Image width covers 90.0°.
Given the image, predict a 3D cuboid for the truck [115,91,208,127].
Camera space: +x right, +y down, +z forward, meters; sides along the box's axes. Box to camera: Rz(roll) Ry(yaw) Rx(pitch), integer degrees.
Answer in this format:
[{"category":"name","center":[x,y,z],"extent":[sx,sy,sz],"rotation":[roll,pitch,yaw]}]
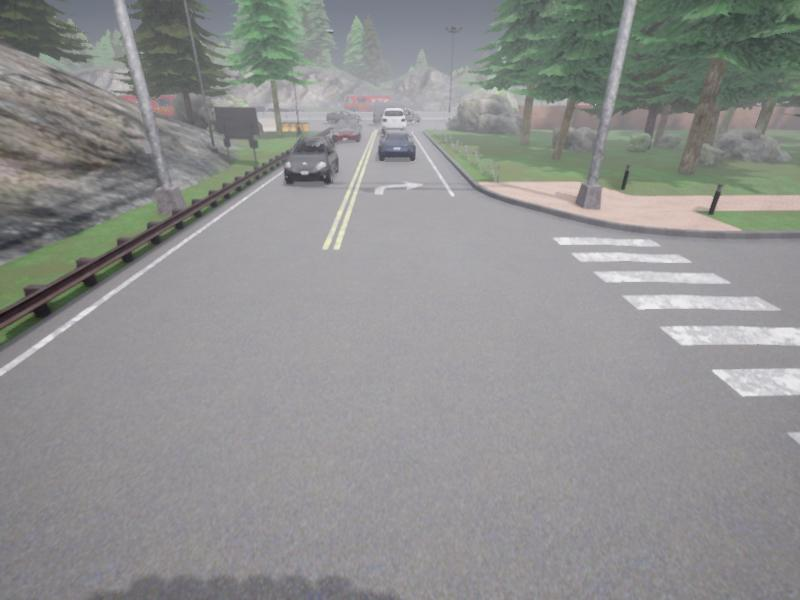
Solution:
[{"category":"truck","center":[-28.320,-22.896,47.950],"extent":[8.468,3.827,2.891],"rotation":[-1,27,-2]}]

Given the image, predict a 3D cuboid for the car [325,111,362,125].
[{"category":"car","center":[-7.344,-23.814,52.245],"extent":[4.514,1.525,2.007],"rotation":[-1,27,-2]}]

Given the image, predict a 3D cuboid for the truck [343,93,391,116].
[{"category":"truck","center":[-5.962,-35.990,73.614],"extent":[8.468,3.827,2.891],"rotation":[-1,27,-2]}]

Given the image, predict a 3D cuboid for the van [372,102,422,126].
[{"category":"van","center":[-0.350,-22.790,49.106],"extent":[5.915,2.561,1.988],"rotation":[-1,27,-2]}]

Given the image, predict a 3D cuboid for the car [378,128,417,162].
[{"category":"car","center":[-0.188,-8.735,22.354],"extent":[1.994,1.385,4.181],"rotation":[-1,27,-1]}]

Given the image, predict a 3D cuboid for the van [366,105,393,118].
[{"category":"van","center":[-3.493,-32.029,67.862],"extent":[4.442,1.987,1.775],"rotation":[-1,27,-2]}]

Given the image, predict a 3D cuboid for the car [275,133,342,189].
[{"category":"car","center":[-3.519,-5.742,16.220],"extent":[1.851,1.617,3.988],"rotation":[-1,27,-1]}]

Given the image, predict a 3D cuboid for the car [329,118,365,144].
[{"category":"car","center":[-3.916,-12.809,30.242],"extent":[2.163,1.488,4.792],"rotation":[-1,27,-1]}]

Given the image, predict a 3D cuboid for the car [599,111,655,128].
[{"category":"car","center":[26.599,-21.244,47.026],"extent":[5.027,1.651,2.152],"rotation":[-1,27,-2]}]

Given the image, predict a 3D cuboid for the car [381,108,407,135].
[{"category":"car","center":[-0.600,-16.420,36.692],"extent":[2.150,2.045,5.566],"rotation":[-1,26,-2]}]
